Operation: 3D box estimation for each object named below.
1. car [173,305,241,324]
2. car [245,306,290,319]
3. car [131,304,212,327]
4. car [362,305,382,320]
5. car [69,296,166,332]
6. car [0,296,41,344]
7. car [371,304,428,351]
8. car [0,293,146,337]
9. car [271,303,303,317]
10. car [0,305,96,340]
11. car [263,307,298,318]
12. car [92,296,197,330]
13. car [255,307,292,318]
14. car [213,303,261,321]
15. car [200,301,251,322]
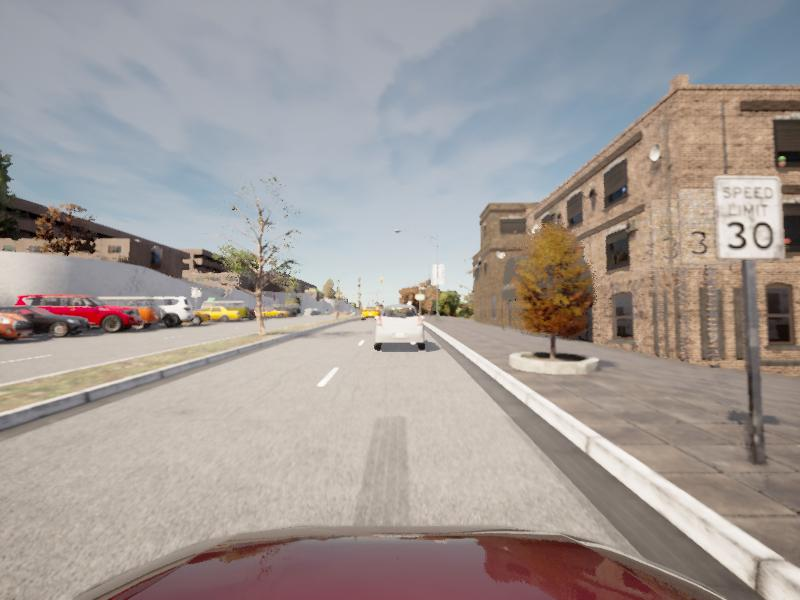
[{"bbox_3d":[-17.171,1.251,35.964,5.366,1.575,1.946,0,-1,-20],"label":"car"},{"bbox_3d":[-16.838,1.567,50.988,5.366,1.575,1.946,0,-2,-20],"label":"car"},{"bbox_3d":[-16.998,1.130,30.079,5.008,1.535,2.097,0,-1,-20],"label":"car"},{"bbox_3d":[-3.058,1.417,44.160,1.882,1.535,5.008,0,-2,0],"label":"car"},{"bbox_3d":[-16.882,0.798,24.171,4.442,1.987,1.878,-1,-1,-20],"label":"car"},{"bbox_3d":[-17.010,0.785,15.189,4.553,1.767,2.185,-1,-1,-20],"label":"car"},{"bbox_3d":[-0.014,0.905,14.627,1.845,1.501,3.633,0,0,0],"label":"car"},{"bbox_3d":[-16.962,0.729,21.168,5.566,2.045,2.435,-1,-1,-20],"label":"car"},{"bbox_3d":[-16.913,1.534,59.902,4.442,1.987,1.878,0,-2,-20],"label":"car"},{"bbox_3d":[-16.984,0.982,18.172,4.674,1.452,2.002,-1,-1,-20],"label":"car"},{"bbox_3d":[-17.012,1.737,56.873,4.674,1.452,2.002,0,-1,-20],"label":"car"},{"bbox_3d":[-17.018,0.822,27.093,5.566,2.045,2.435,0,-1,-20],"label":"car"},{"bbox_3d":[-17.017,1.674,53.900,4.674,1.452,2.002,0,-2,-20],"label":"car"},{"bbox_3d":[-17.035,1.255,41.982,4.553,1.767,2.185,0,-2,-20],"label":"car"},{"bbox_3d":[-16.896,1.091,39.059,4.442,1.987,1.878,0,-2,-20],"label":"car"}]
